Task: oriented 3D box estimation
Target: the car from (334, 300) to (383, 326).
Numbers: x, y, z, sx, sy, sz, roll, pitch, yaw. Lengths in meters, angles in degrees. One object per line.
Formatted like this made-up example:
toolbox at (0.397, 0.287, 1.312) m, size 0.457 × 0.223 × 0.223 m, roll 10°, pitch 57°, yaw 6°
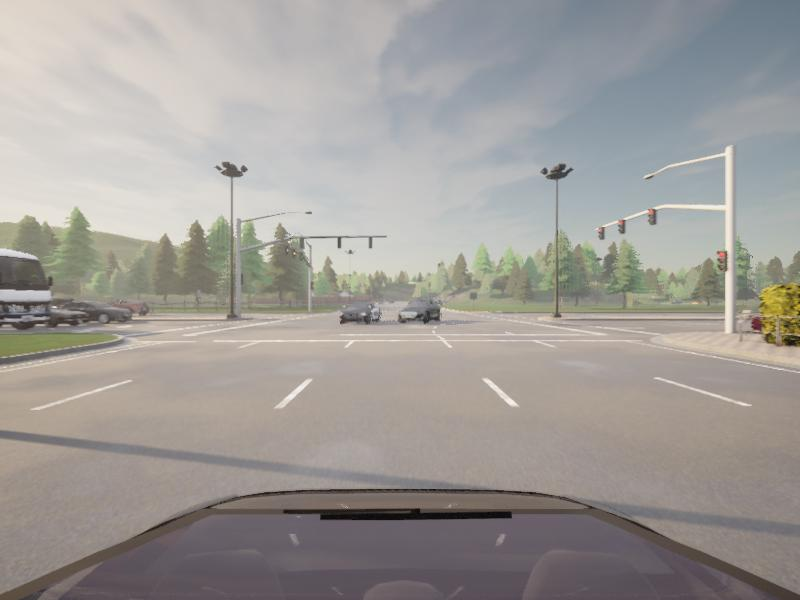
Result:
car at (-2.664, 0.800, 26.814) m, size 2.038 × 1.542 × 4.974 m, roll 1°, pitch 0°, yaw 9°

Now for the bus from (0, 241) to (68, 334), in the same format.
bus at (-23.411, -0.555, 19.965) m, size 10.273 × 4.253 × 3.944 m, roll 0°, pitch 0°, yaw -1°

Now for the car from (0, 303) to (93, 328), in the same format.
car at (-21.400, 0.871, 23.383) m, size 5.357 × 1.411 × 2.033 m, roll 0°, pitch 0°, yaw -1°

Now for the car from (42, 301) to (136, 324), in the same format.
car at (-20.785, 0.817, 26.897) m, size 4.892 × 1.490 × 1.837 m, roll 0°, pitch 0°, yaw -1°

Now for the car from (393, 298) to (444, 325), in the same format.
car at (1.402, 0.753, 27.506) m, size 2.033 × 1.649 × 4.856 m, roll -1°, pitch -1°, yaw 21°

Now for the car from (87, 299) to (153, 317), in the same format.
car at (-27.105, 0.742, 38.816) m, size 5.027 × 1.651 × 2.152 m, roll 0°, pitch 0°, yaw 7°
